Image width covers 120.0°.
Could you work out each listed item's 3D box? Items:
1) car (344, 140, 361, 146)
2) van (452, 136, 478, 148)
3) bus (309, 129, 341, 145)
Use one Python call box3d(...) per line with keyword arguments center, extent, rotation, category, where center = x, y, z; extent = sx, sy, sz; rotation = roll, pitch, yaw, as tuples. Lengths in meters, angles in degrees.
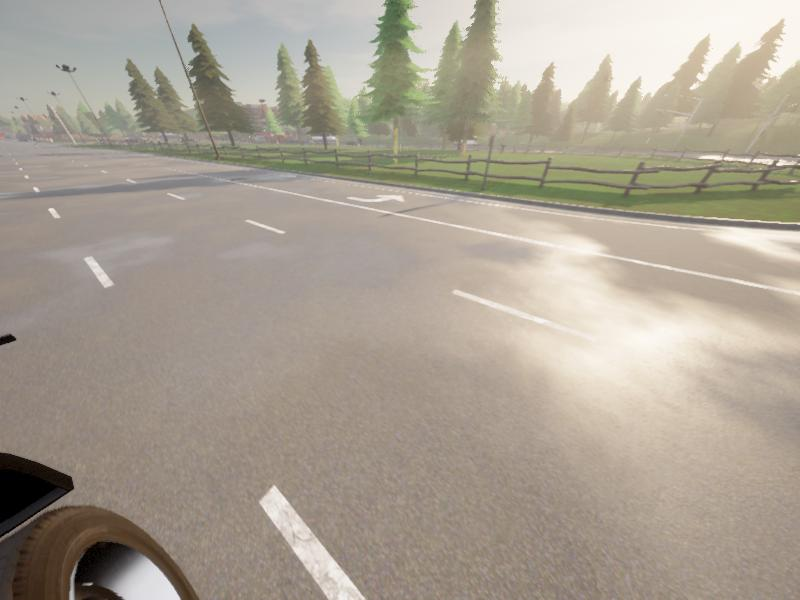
box3d(center=(-14.901, -48.971, 72.014), extent=(5.027, 1.651, 2.152), rotation=(22, 41, 28), category="car")
box3d(center=(16.962, -41.321, 60.396), extent=(5.915, 2.561, 1.988), rotation=(22, 41, 28), category="van")
box3d(center=(-25.064, -54.262, 76.883), extent=(10.273, 4.253, 3.944), rotation=(22, 41, 28), category="bus")
